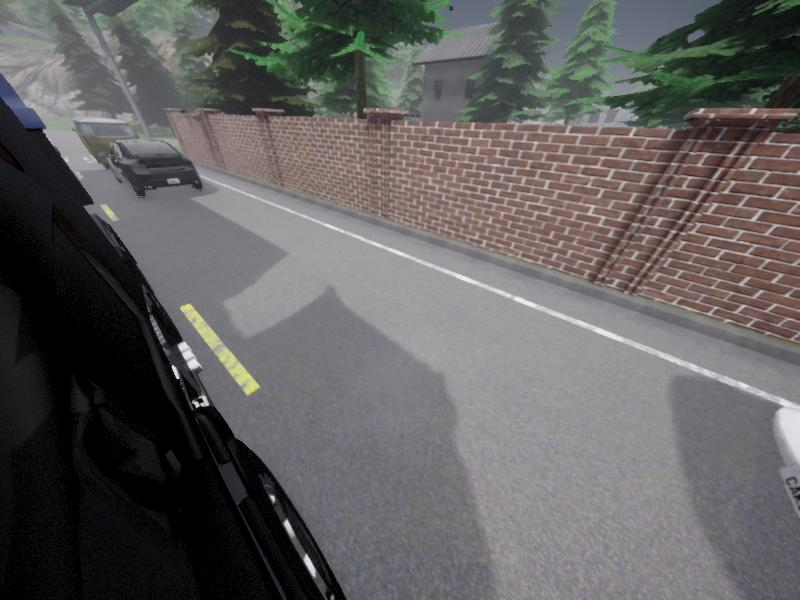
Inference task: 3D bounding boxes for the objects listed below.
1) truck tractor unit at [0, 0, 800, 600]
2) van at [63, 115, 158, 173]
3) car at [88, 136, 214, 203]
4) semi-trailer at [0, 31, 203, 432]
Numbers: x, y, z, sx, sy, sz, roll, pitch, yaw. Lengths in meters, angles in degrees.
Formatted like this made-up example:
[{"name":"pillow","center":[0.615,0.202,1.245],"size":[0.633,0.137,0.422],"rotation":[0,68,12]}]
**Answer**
[{"name":"truck tractor unit","center":[-2.645,-0.295,0.351],"size":[6.516,4.208,3.053],"rotation":[28,44,30]},{"name":"van","center":[-14.483,-7.889,11.564],"size":[4.442,1.987,1.775],"rotation":[27,43,29]},{"name":"car","center":[-9.107,-4.939,8.393],"size":[4.892,1.490,1.837],"rotation":[26,43,29]},{"name":"semi-trailer","center":[-8.792,-3.547,4.122],"size":[14.254,4.402,2.717],"rotation":[27,43,29]}]
